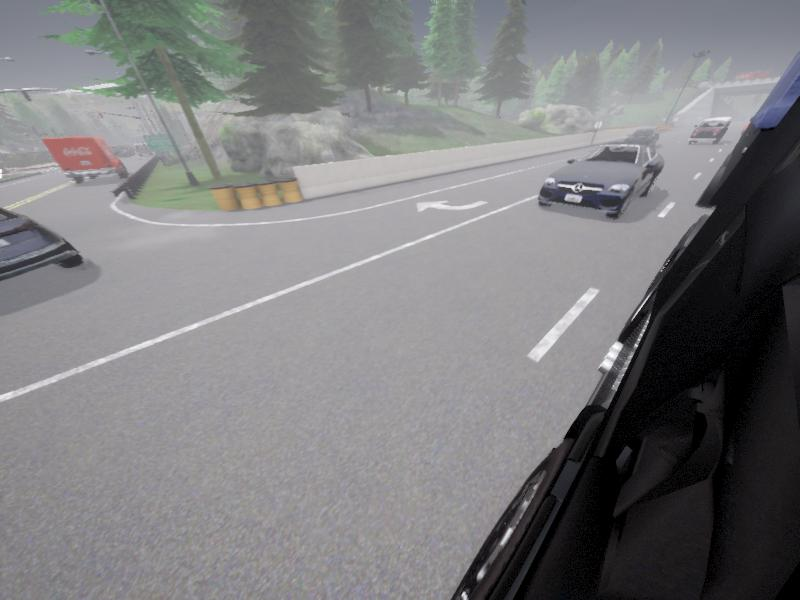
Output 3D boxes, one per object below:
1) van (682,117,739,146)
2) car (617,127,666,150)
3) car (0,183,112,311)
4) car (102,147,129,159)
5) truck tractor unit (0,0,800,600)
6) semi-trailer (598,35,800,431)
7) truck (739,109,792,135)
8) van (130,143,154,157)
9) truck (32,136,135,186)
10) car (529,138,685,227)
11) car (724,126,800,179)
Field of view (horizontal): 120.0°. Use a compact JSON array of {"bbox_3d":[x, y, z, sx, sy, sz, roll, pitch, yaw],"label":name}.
[{"bbox_3d":[28.981,-15.757,21.598,4.480,2.038,2.069,-26,42,-28],"label":"van"},{"bbox_3d":[22.372,-14.926,21.362,4.892,1.490,1.837,-27,43,-30],"label":"car"},{"bbox_3d":[-9.060,-1.169,4.528,4.856,1.649,2.033,9,41,16],"label":"car"},{"bbox_3d":[-50.306,-26.101,40.987,2.038,1.542,4.974,-27,43,-30],"label":"car"},{"bbox_3d":[2.645,-0.295,0.351,6.516,4.208,3.053,-28,44,-30],"label":"truck tractor unit"},{"bbox_3d":[8.699,-3.574,4.271,14.254,4.402,2.717,-28,43,-30],"label":"semi-trailer"},{"bbox_3d":[47.421,-23.156,30.129,5.204,2.467,2.627,-28,43,-30],"label":"truck"},{"bbox_3d":[-49.174,-28.749,44.159,2.069,2.038,4.480,-27,43,-30],"label":"van"},{"bbox_3d":[-21.501,-9.866,16.170,2.627,2.467,5.204,-27,42,-30],"label":"truck"},{"bbox_3d":[6.659,-4.035,7.411,5.027,1.651,2.152,-28,43,-30],"label":"car"},{"bbox_3d":[17.294,-6.932,10.664,4.856,1.649,2.033,-28,43,-30],"label":"car"}]
